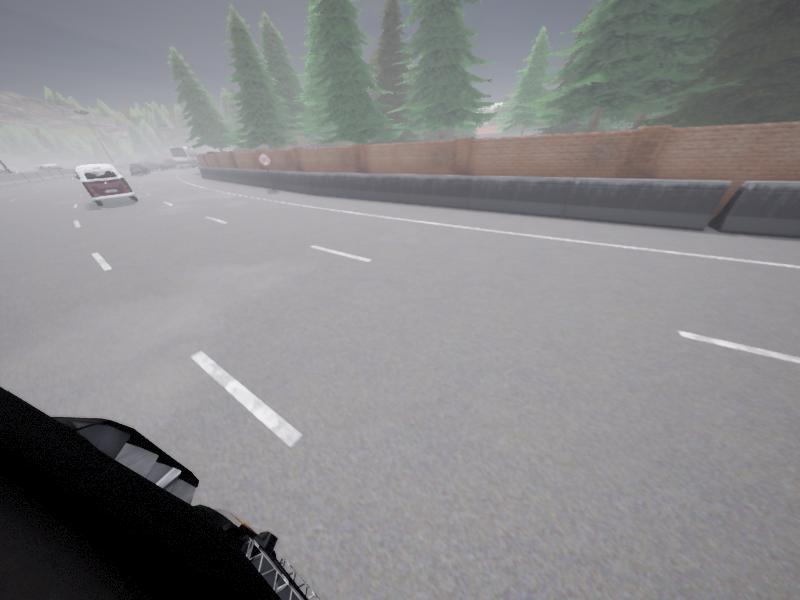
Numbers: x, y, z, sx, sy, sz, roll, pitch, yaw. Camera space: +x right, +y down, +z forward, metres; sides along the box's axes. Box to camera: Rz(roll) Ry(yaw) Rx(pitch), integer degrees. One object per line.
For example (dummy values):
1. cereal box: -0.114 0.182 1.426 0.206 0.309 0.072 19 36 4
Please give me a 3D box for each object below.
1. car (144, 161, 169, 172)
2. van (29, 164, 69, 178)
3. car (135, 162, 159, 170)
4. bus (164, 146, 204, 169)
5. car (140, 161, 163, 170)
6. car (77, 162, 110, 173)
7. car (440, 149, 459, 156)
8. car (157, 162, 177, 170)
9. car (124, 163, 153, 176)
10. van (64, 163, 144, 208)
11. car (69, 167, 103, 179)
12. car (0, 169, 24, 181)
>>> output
1. car: -50.964 -28.077 48.531 2.152 1.651 5.027 -19 37 -23
2. van: -68.461 -25.391 45.218 2.069 2.038 4.480 -18 36 -22
3. car: -64.829 -34.418 59.286 2.033 1.411 5.357 -14 35 -17
4. bus: -52.868 -35.208 57.101 3.944 4.253 10.273 -17 36 -20
5. car: -58.400 -31.649 54.431 2.033 1.649 4.856 -17 34 -20
6. car: -74.736 -32.550 56.512 2.150 2.045 5.566 -15 35 -18
7. car: 12.597 -37.512 58.793 1.812 1.442 4.674 -25 40 -31
8. car: -54.271 -31.277 53.909 1.895 1.301 4.718 -16 36 -19
9. car: -43.785 -22.020 38.845 2.033 1.649 4.856 -22 38 -27
10. van: -18.238 -7.224 14.309 4.480 2.038 2.069 24 42 34
11. car: -51.299 -20.903 37.881 1.994 1.385 4.181 -22 38 -26
12. car: -68.827 -21.522 39.823 2.038 1.542 4.974 -19 37 -23
